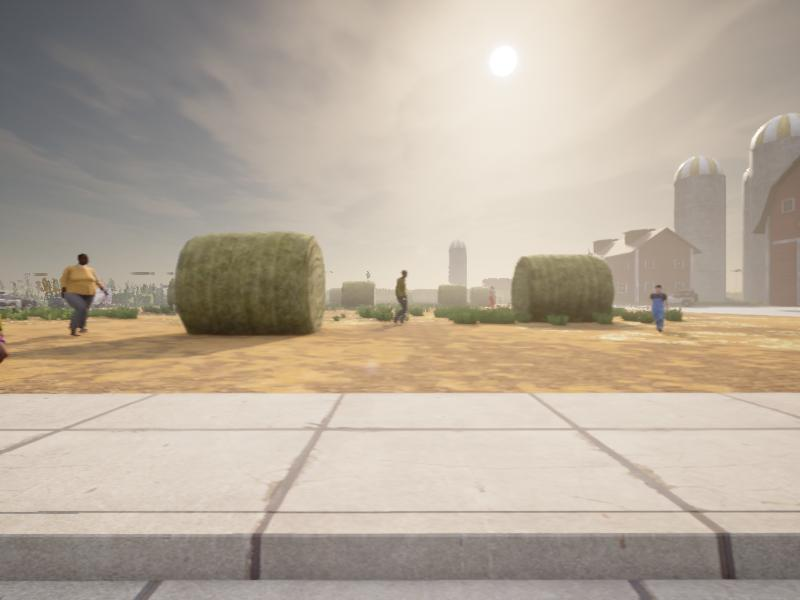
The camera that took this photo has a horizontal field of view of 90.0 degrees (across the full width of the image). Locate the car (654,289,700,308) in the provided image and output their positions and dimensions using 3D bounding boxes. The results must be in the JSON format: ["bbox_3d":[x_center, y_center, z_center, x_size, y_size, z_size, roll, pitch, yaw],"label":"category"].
[{"bbox_3d":[31.006,-0.167,44.805,1.905,1.878,3.866,-8,4,-43],"label":"car"}]

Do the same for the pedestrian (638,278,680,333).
[{"bbox_3d":[6.452,0.133,9.966,0.751,1.300,0.751,0,0,43],"label":"pedestrian"}]

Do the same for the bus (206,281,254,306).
[{"bbox_3d":[-30.543,-1.146,72.666,3.944,4.253,10.273,0,0,3],"label":"bus"}]

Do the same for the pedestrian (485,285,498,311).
[{"bbox_3d":[6.487,-0.150,28.374,0.751,1.860,0.751,0,0,-6],"label":"pedestrian"}]

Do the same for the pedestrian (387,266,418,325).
[{"bbox_3d":[0.081,-0.143,13.130,0.751,1.860,0.751,0,0,30],"label":"pedestrian"}]

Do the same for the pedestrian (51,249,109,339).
[{"bbox_3d":[-7.056,-0.127,8.835,0.751,1.860,0.751,0,0,24],"label":"pedestrian"}]

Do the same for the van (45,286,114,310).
[{"bbox_3d":[-35.286,-0.225,44.373,2.351,2.431,6.366,0,0,3],"label":"van"}]

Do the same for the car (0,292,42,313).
[{"bbox_3d":[-32.357,0.166,32.395,1.930,1.638,5.238,0,0,3],"label":"car"}]

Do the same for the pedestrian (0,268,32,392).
[{"bbox_3d":[-3.806,0.268,3.616,0.500,1.100,0.500,0,0,10],"label":"pedestrian"}]
